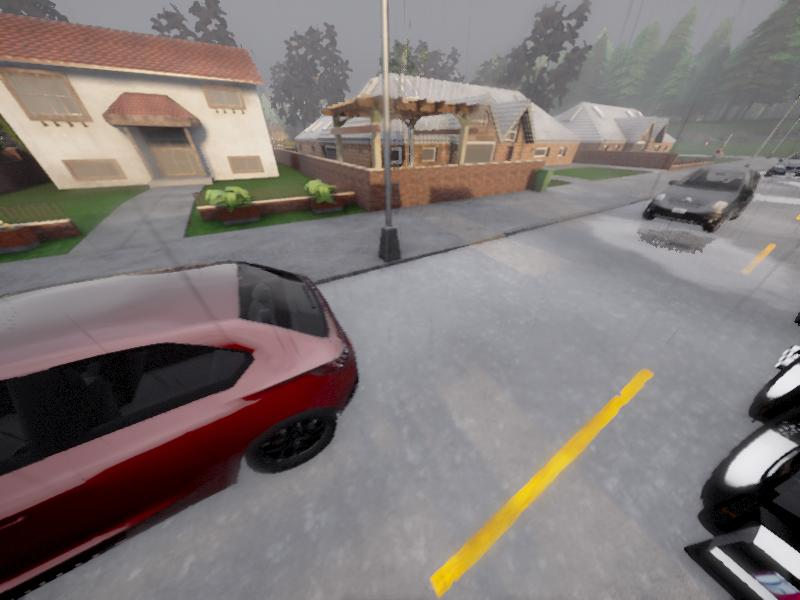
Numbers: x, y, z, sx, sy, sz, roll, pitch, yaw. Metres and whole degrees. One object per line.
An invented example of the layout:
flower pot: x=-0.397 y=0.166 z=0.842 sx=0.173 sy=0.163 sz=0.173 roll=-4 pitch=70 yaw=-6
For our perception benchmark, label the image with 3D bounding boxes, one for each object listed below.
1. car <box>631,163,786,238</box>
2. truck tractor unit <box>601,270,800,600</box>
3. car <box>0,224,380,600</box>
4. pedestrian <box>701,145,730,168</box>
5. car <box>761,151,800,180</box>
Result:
car: x=10.170 y=-3.478 z=7.681 sx=3.988 sy=1.617 sz=1.851 roll=-18 pitch=39 yaw=-25
truck tractor unit: x=5.119 y=-0.294 z=0.766 sx=6.516 sy=4.208 sz=3.053 roll=-18 pitch=39 yaw=-24
car: x=-2.455 y=0.778 z=1.572 sx=4.193 sy=1.474 sz=1.816 roll=-18 pitch=39 yaw=-25
pedestrian: x=30.497 y=-13.869 z=22.342 sx=0.751 sy=1.860 sz=0.751 roll=-20 pitch=40 yaw=-27
car: x=30.444 y=-10.250 z=17.532 sx=4.611 sy=1.667 sz=2.242 roll=-18 pitch=39 yaw=-25
